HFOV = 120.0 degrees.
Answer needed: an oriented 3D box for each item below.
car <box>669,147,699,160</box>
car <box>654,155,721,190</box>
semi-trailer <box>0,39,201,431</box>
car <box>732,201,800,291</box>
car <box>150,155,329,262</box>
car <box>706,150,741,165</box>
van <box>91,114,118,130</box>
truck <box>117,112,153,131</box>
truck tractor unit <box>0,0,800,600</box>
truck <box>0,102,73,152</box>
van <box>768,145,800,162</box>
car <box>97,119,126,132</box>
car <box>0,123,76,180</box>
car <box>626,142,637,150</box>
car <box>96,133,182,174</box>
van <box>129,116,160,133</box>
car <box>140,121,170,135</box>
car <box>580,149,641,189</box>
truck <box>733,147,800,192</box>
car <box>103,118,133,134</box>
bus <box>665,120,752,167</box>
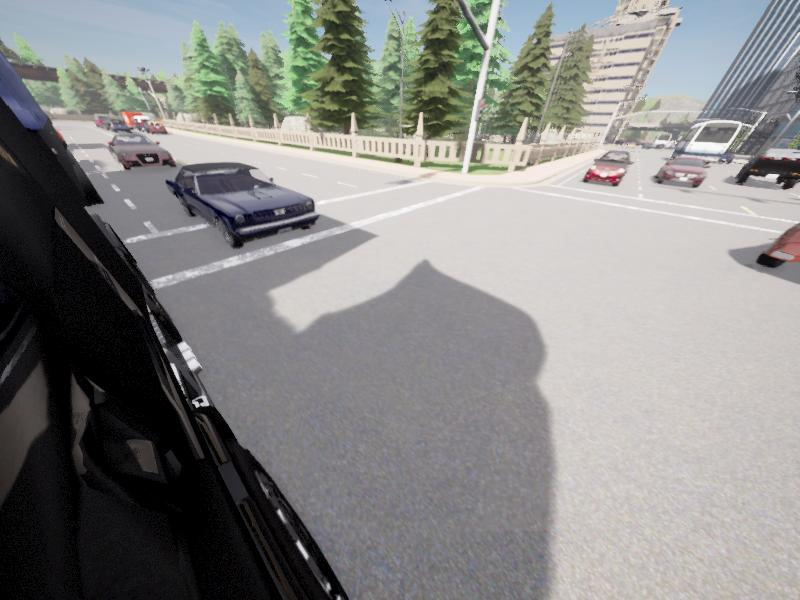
[{"bbox_3d":[45.217,-23.406,36.866,2.128,1.511,4.902,28,44,30],"label":"car"},{"bbox_3d":[18.150,-8.321,14.852,1.812,1.442,4.674,28,44,30],"label":"car"},{"bbox_3d":[-8.682,-3.619,4.240,14.254,4.402,2.717,28,43,30],"label":"semi-trailer"},{"bbox_3d":[10.150,-1.150,4.536,5.027,1.651,2.152,-9,39,-16],"label":"car"},{"bbox_3d":[-4.127,-2.625,5.833,4.718,1.301,1.895,28,44,30],"label":"car"},{"bbox_3d":[44.782,-19.857,32.103,1.816,1.474,4.193,28,43,30],"label":"car"},{"bbox_3d":[-51.173,-30.859,40.004,4.442,1.987,1.775,28,44,30],"label":"van"},{"bbox_3d":[-46.092,-31.072,40.225,5.204,2.467,2.627,28,43,30],"label":"truck"},{"bbox_3d":[-2.645,-0.295,0.351,6.516,4.208,3.053,28,44,30],"label":"truck tractor unit"},{"bbox_3d":[-25.553,-11.857,15.808,5.204,2.467,2.627,28,43,30],"label":"truck"},{"bbox_3d":[75.724,-27.425,43.442,6.366,2.431,2.351,28,44,30],"label":"van"},{"bbox_3d":[-45.756,-27.714,36.641,5.357,1.411,2.033,28,44,30],"label":"car"},{"bbox_3d":[-16.485,-6.657,10.127,5.238,1.638,1.930,28,43,30],"label":"car"},{"bbox_3d":[66.374,-44.204,66.185,1.801,1.575,5.366,28,44,30],"label":"car"},{"bbox_3d":[-13.470,-7.664,11.910,4.181,1.385,1.994,28,44,30],"label":"car"},{"bbox_3d":[-40.800,-28.057,36.892,4.480,2.038,2.069,28,43,30],"label":"van"},{"bbox_3d":[-36.037,-25.272,33.945,3.806,1.475,1.970,28,43,30],"label":"car"},{"bbox_3d":[12.645,-7.961,13.862,1.851,1.617,3.988,30,44,32],"label":"car"},{"bbox_3d":[25.777,-9.157,15.937,6.274,2.098,2.390,-25,45,-32],"label":"truck"},{"bbox_3d":[-40.587,-25.031,33.208,3.988,1.617,1.851,28,44,30],"label":"car"},{"bbox_3d":[38.575,-20.089,29.672,3.944,4.253,10.273,28,44,30],"label":"bus"}]
